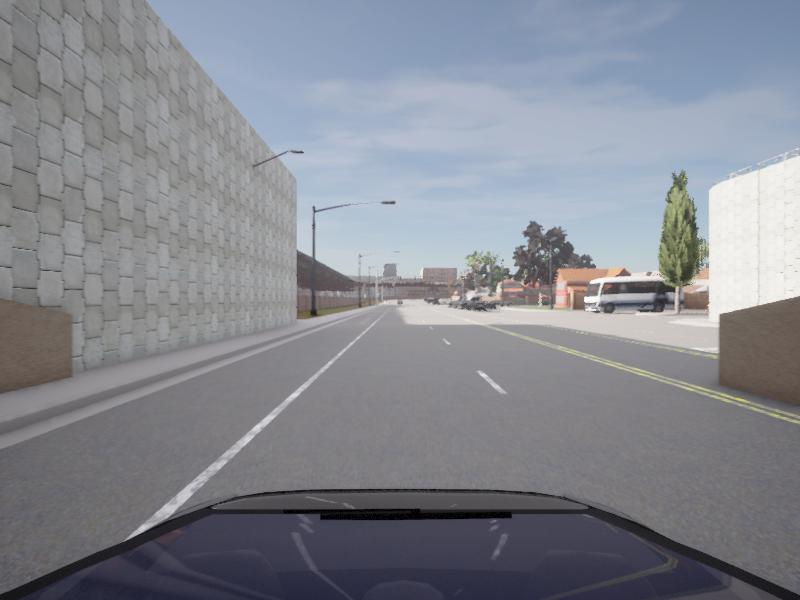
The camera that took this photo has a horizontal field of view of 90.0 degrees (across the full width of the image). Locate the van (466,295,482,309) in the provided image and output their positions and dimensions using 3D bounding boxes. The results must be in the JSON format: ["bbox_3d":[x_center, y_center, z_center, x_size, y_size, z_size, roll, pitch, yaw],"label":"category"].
[{"bbox_3d":[14.010,0.306,76.309,1.988,2.561,5.915,0,0,0],"label":"van"}]

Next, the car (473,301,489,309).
[{"bbox_3d":[14.037,0.839,69.322,1.970,1.475,3.806,0,0,0],"label":"car"}]

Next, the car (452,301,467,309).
[{"bbox_3d":[10.505,0.880,70.890,2.033,1.411,5.357,0,0,0],"label":"car"}]

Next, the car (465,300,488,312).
[{"bbox_3d":[10.701,0.817,56.005,2.007,1.525,4.514,0,0,-5],"label":"car"}]

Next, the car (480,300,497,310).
[{"bbox_3d":[14.067,0.799,63.509,1.789,1.549,3.705,0,0,-1],"label":"car"}]

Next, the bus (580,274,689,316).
[{"bbox_3d":[26.914,-0.558,46.388,10.273,4.253,3.944,-2,0,-1],"label":"bus"}]

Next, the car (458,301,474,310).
[{"bbox_3d":[10.527,0.831,64.081,1.837,1.490,4.892,0,0,0],"label":"car"}]
